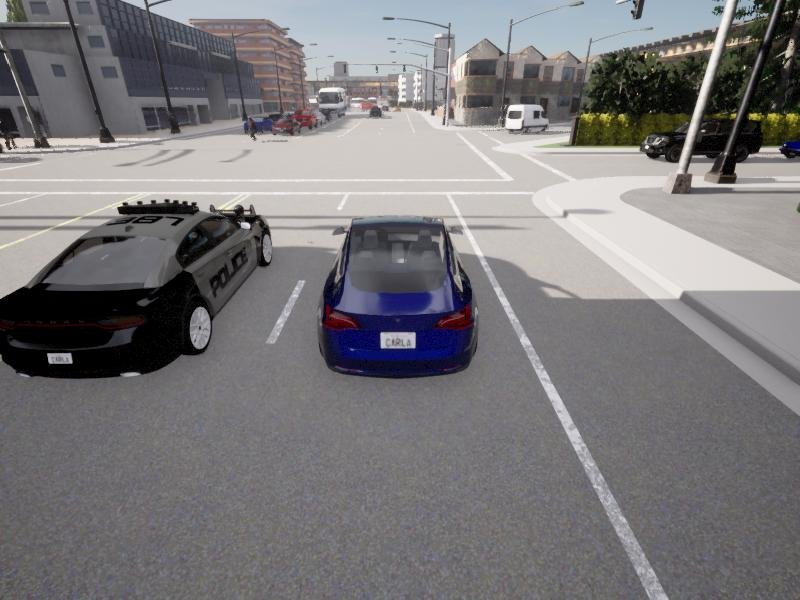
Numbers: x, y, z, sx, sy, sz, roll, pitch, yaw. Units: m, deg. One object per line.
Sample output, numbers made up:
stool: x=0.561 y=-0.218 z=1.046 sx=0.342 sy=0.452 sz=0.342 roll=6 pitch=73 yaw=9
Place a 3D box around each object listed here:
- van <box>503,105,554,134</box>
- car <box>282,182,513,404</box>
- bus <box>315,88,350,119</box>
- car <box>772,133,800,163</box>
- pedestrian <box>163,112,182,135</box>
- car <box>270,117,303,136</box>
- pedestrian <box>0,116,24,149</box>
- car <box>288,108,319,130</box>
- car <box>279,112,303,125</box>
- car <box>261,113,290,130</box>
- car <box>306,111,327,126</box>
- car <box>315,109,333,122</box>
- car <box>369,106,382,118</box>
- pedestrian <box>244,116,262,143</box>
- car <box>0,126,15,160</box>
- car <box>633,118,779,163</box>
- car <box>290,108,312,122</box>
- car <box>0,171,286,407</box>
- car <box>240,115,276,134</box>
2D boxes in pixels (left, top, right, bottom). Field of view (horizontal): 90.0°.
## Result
van: x=13.211 y=-18.569 z=41.007 sx=1.988 sy=2.561 sz=5.915 roll=24 pitch=35 yaw=39
car: x=-0.033 y=-0.603 z=6.214 sx=2.163 sy=1.488 sz=4.792 roll=0 pitch=27 yaw=0
bus: x=-10.819 y=-32.433 z=65.680 sx=3.944 sy=4.253 sz=10.273 roll=0 pitch=28 yaw=0
car: x=23.274 y=-8.124 z=21.336 sx=4.718 sy=1.301 sz=1.895 roll=0 pitch=26 yaw=0
pedestrian: x=-20.507 y=-15.952 z=36.093 sx=0.751 sy=1.860 sz=0.751 roll=3 pitch=27 yaw=7
car: x=-10.728 y=-16.535 z=38.052 sx=1.812 sy=1.442 sz=4.674 roll=0 pitch=27 yaw=0
pedestrian: x=-24.800 y=-10.567 z=25.251 sx=0.751 sy=1.860 sz=0.751 roll=7 pitch=27 yaw=14
car: x=-10.794 y=-20.501 z=45.271 sx=2.150 sy=2.045 sz=5.566 roll=0 pitch=27 yaw=0
car: x=-14.333 y=-24.011 z=52.825 sx=1.994 sy=1.385 sz=4.181 roll=0 pitch=27 yaw=1
car: x=-14.305 y=-20.702 z=46.285 sx=1.837 sy=1.490 sz=4.892 roll=0 pitch=27 yaw=0
car: x=-10.841 y=-23.679 z=52.103 sx=1.812 sy=1.442 sz=4.674 roll=0 pitch=27 yaw=0
car: x=-10.878 y=-26.558 z=57.570 sx=1.816 sy=1.474 sz=4.193 roll=0 pitch=28 yaw=0
car: x=-3.936 y=-30.959 z=65.791 sx=1.882 sy=1.535 sz=5.008 roll=0 pitch=28 yaw=0
pedestrian: x=-11.253 y=-13.069 z=30.622 sx=0.751 sy=1.860 sz=0.751 roll=23 pitch=34 yaw=38
car: x=-24.342 y=-8.276 z=21.262 sx=5.238 sy=1.638 sz=1.930 roll=-1 pitch=27 yaw=-2
car: x=15.941 y=-8.466 z=21.183 sx=5.566 sy=2.045 sz=2.150 roll=0 pitch=26 yaw=0
car: x=-14.386 y=-27.040 z=58.416 sx=1.882 sy=1.535 sz=5.008 roll=0 pitch=28 yaw=0
car: x=-3.526 y=-0.753 z=6.337 sx=1.930 sy=1.638 sz=5.238 roll=0 pitch=27 yaw=0
car: x=-14.272 y=-17.805 z=40.482 sx=1.882 sy=1.535 sz=5.008 roll=0 pitch=27 yaw=0
